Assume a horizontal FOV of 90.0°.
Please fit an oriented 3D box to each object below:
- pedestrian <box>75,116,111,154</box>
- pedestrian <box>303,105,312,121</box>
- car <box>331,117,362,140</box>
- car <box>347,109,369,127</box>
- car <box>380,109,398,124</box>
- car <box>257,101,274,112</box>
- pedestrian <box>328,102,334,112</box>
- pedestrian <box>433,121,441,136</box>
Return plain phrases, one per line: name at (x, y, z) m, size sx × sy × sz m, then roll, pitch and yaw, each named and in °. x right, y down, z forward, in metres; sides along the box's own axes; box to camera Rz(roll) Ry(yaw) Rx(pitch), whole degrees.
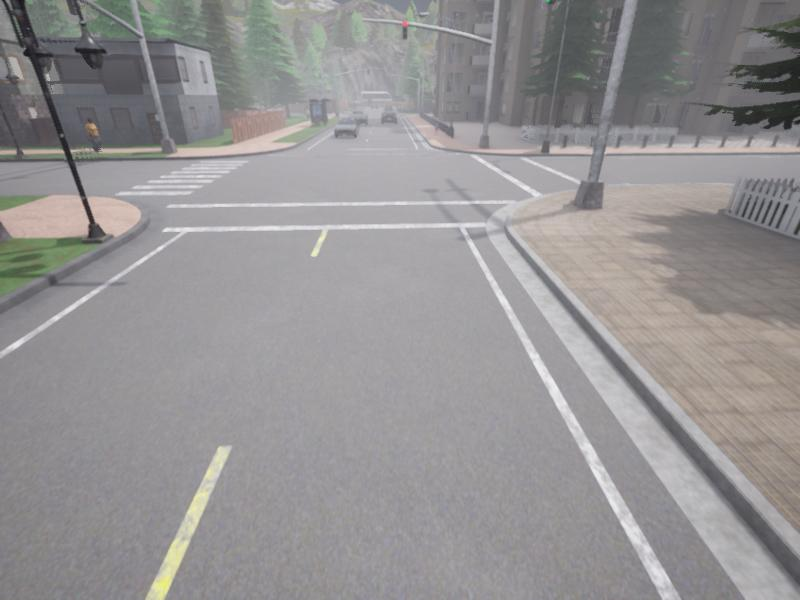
pedestrian at (-16.792, -9.047, 21.919) m, size 0.751 × 1.860 × 0.751 m, roll 7°, pitch 28°, yaw 12°
pedestrian at (-11.926, -24.137, 51.541) m, size 0.751 × 1.860 × 0.751 m, roll -1°, pitch 27°, yaw -1°
car at (-4.364, -14.388, 33.346) m, size 2.033 × 1.411 × 5.357 m, roll -1°, pitch 27°, yaw -1°
car at (-4.756, -21.000, 46.059) m, size 2.152 × 1.651 × 5.027 m, roll -1°, pitch 27°, yaw -1°
car at (-1.385, -23.093, 50.267) m, size 2.038 × 1.542 × 4.974 m, roll -1°, pitch 27°, yaw -1°
car at (-27.384, -39.468, 81.599) m, size 1.932 × 1.855 × 4.605 m, roll -1°, pitch 27°, yaw -3°
pedestrian at (-13.605, -37.980, 78.655) m, size 0.751 × 1.860 × 0.751 m, roll -21°, pitch 34°, yaw -36°
pedestrian at (2.942, -13.743, 32.035) m, size 0.500 × 1.100 × 0.500 m, roll -2°, pitch 27°, yaw -3°
